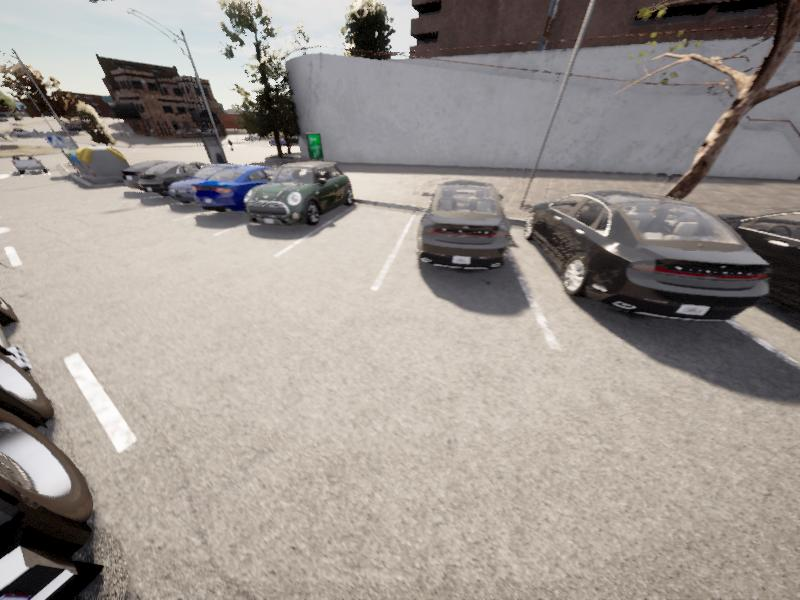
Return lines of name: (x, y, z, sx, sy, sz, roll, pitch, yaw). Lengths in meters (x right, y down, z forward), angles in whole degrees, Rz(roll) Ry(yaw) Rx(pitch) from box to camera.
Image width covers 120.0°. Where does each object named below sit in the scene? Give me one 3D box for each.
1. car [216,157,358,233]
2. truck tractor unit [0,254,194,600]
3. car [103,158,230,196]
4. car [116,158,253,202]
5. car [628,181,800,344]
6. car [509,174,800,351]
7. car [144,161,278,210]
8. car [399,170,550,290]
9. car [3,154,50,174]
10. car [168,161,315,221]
car: (-3.483, -4.095, 8.451, 2.185, 1.767, 4.553, 7, 34, 10)
truck tractor unit: (-5.097, -0.310, 0.824, 6.516, 4.208, 3.053, 19, 39, 25)
car: (-13.421, -7.527, 13.850, 2.163, 1.488, 4.792, 8, 34, 12)
car: (-10.969, -6.622, 12.445, 2.231, 1.521, 4.892, 8, 34, 12)
car: (6.673, -0.603, 3.496, 2.231, 1.521, 4.892, 6, 34, 8)
car: (4.107, -1.428, 4.717, 2.231, 1.521, 4.892, 6, 34, 9)
car: (-8.484, -5.696, 11.134, 2.002, 1.452, 4.674, 8, 35, 11)
car: (1.556, -2.263, 5.955, 2.231, 1.521, 4.892, 6, 34, 9)
car: (-36.603, -13.431, 22.745, 3.633, 1.501, 1.845, 23, 41, 30)
car: (-6.000, -4.843, 9.789, 2.097, 1.535, 5.008, 7, 34, 11)
